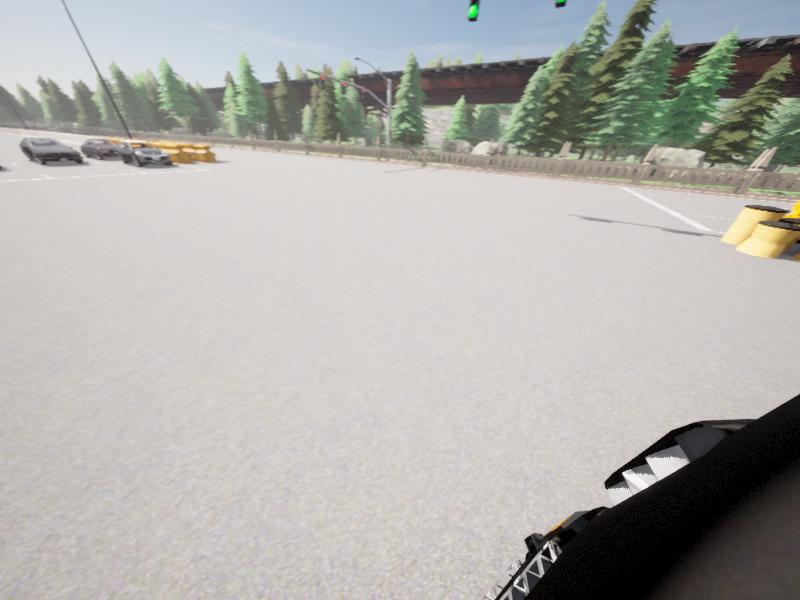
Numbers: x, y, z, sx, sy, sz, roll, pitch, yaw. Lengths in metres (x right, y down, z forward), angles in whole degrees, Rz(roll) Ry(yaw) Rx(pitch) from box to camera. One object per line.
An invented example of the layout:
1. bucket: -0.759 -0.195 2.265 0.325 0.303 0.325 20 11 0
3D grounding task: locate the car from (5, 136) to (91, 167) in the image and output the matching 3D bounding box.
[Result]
1. car: -23.761 -10.110 15.608 5.357 1.411 2.033 20 38 23

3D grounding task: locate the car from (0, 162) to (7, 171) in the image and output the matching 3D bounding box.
1. car: -23.260 -7.647 12.049 4.181 1.385 1.994 20 38 23

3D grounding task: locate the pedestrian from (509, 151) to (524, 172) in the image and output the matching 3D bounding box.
1. pedestrian: 12.004 -14.270 23.807 0.751 1.860 0.751 20 38 23

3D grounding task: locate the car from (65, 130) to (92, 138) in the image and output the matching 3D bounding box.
1. car: -74.130 -38.345 53.263 4.718 1.301 1.895 13 36 15

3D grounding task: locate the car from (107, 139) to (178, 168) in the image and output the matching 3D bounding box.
1. car: -18.281 -10.437 16.446 3.806 1.475 1.970 20 38 23

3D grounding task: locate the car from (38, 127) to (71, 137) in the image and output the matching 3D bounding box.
1. car: -75.397 -36.634 50.456 4.902 1.511 2.128 14 36 15

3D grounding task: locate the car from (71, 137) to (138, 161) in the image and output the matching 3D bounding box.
1. car: -24.194 -12.393 18.954 4.181 1.385 1.994 18 37 21
